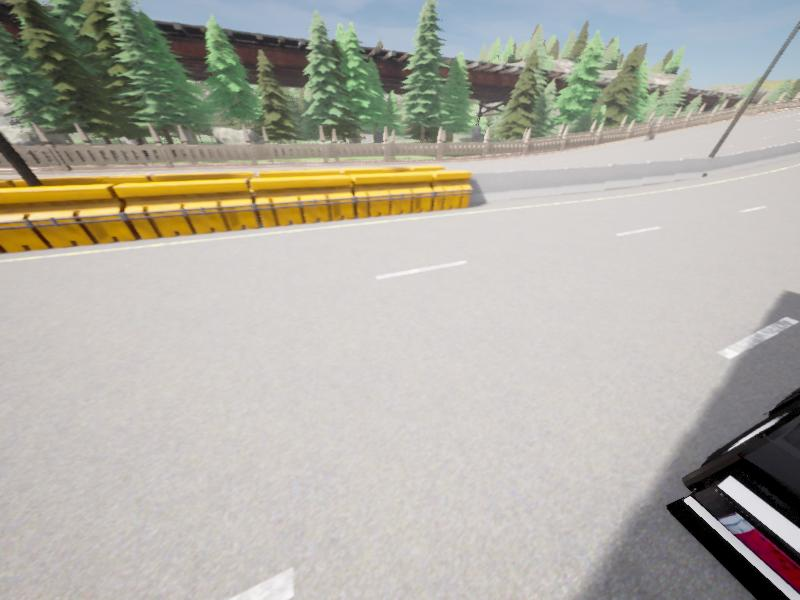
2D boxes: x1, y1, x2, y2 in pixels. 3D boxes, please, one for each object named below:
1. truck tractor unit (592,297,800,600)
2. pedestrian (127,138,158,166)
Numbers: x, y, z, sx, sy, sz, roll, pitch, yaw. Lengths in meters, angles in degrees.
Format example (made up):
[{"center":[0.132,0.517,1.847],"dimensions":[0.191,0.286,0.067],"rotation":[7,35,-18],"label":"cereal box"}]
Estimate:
[{"center":[5.238,-0.147,0.575],"dimensions":[6.516,4.208,3.053],"rotation":[-13,37,-18],"label":"truck tractor unit"},{"center":[-20.595,-11.855,18.557],"dimensions":[0.751,1.860,0.751],"rotation":[-12,37,-17],"label":"pedestrian"}]
